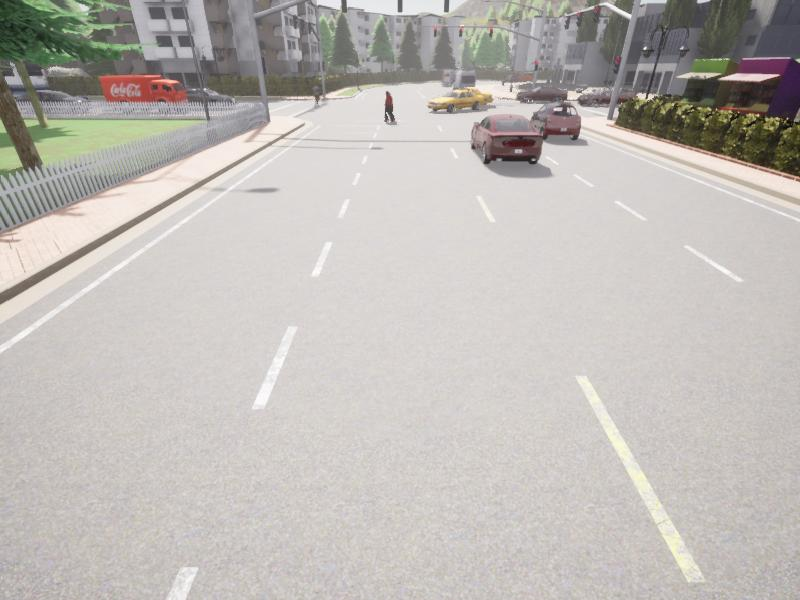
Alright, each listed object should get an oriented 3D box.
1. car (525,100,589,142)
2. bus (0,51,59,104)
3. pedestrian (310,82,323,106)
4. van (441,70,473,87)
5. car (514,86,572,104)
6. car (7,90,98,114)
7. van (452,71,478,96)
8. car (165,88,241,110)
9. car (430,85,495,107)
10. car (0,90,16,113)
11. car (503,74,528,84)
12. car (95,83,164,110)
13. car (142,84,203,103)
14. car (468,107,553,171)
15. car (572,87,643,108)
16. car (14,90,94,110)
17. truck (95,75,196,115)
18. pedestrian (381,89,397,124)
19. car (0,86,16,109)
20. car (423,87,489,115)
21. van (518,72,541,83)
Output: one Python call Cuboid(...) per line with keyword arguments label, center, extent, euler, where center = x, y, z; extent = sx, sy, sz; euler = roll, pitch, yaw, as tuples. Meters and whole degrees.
Cuboid(label="car", center=(7.583, -8.888, 19.717), extent=(1.845, 1.501, 3.633), euler=(2, 30, 3))
Cuboid(label="bus", center=(-40.454, -21.536, 38.720), extent=(10.273, 4.253, 3.944), euler=(1, 30, 2))
Cuboid(label="pedestrian", center=(-7.243, -17.933, 34.842), extent=(0.751, 1.860, 0.751), euler=(2, 30, 3))
Cuboid(label="van", center=(10.204, -39.898, 71.920), extent=(2.351, 2.431, 6.366), euler=(24, 38, 35))
Cuboid(label="car", center=(13.463, -19.437, 37.863), extent=(4.674, 1.442, 1.812), euler=(1, 30, 2))
Cuboid(label="car", center=(-25.928, -14.855, 29.994), extent=(4.892, 1.490, 1.837), euler=(1, 30, 2))
Cuboid(label="van", center=(7.879, -26.696, 49.176), extent=(1.988, 2.561, 5.915), euler=(0, 30, -1))
Cuboid(label="car", center=(-15.994, -16.454, 32.708), extent=(4.902, 1.511, 2.128), euler=(1, 30, 2))
Cuboid(label="car", center=(5.397, -17.872, 35.054), extent=(5.366, 1.575, 1.801), euler=(1, 30, 2))
Cuboid(label="car", center=(-32.485, -14.971, 30.197), extent=(4.892, 1.490, 1.837), euler=(1, 30, 2))
Cuboid(label="car", center=(25.194, -48.243, 87.289), extent=(5.027, 1.651, 2.152), euler=(-16, 34, -25))
Cuboid(label="car", center=(-22.065, -16.723, 32.797), extent=(3.866, 1.878, 1.905), euler=(1, 30, 2))
Cuboid(label="car", center=(-21.977, -20.060, 38.872), extent=(4.514, 1.525, 2.007), euler=(-1, 30, -1))
Cuboid(label="car", center=(3.929, -6.273, 15.234), extent=(1.882, 1.535, 5.008), euler=(0, 30, 0))
Cuboid(label="car", center=(17.878, -17.568, 34.623), extent=(4.792, 1.488, 2.163), euler=(0, 30, 0))
Cuboid(label="car", center=(-28.537, -16.582, 33.150), extent=(4.718, 1.301, 1.895), euler=(1, 30, 2))
Cuboid(label="truck", center=(-18.576, -15.148, 29.522), extent=(5.204, 2.467, 2.627), euler=(1, 30, 2))
Cuboid(label="pedestrian", center=(-0.677, -11.720, 24.196), extent=(0.751, 1.860, 0.751), euler=(-10, 32, -16))
Cuboid(label="car", center=(-35.746, -16.850, 33.291), extent=(5.027, 1.651, 2.152), euler=(1, 30, 2))
Cuboid(label="car", center=(4.369, -15.428, 30.867), extent=(5.366, 1.575, 1.801), euler=(-25, 38, -35))
Cuboid(label="van", center=(27.384, -47.124, 84.728), extent=(4.442, 1.987, 1.775), euler=(-16, 34, -25))
